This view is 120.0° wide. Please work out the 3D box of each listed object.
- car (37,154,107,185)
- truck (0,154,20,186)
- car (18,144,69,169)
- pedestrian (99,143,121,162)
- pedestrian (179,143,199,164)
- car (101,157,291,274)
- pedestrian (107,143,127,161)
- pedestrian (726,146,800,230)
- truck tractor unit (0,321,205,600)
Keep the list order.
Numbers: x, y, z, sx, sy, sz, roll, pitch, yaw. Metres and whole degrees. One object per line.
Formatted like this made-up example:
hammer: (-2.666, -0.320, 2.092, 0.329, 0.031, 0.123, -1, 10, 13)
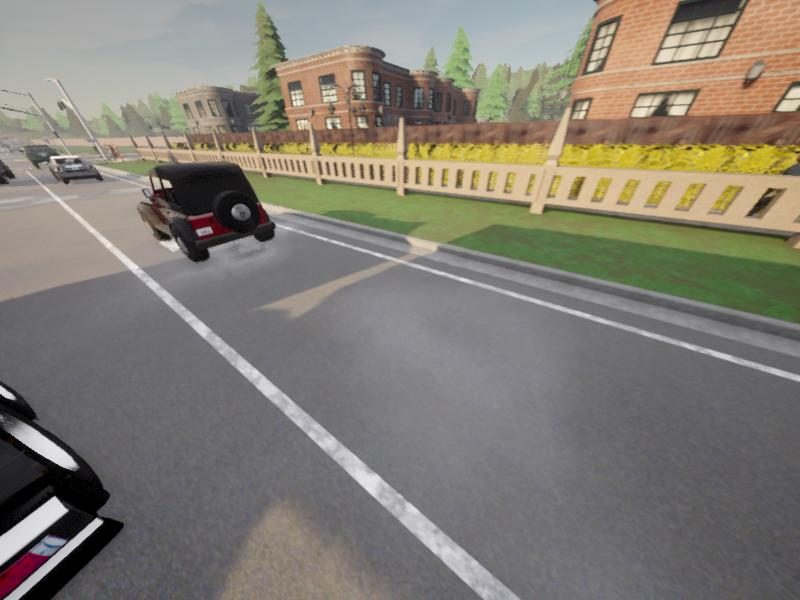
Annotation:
car: (-22.601, -9.058, 15.918, 3.806, 1.475, 1.970, 21, 41, 28)
truck: (-28.068, -8.764, 15.034, 6.274, 2.098, 2.390, 25, 42, 32)
car: (-38.608, -15.640, 25.025, 5.566, 2.045, 2.150, 23, 42, 30)
pedestrian: (-35.497, -18.049, 28.270, 0.751, 1.860, 0.751, 13, 37, 19)
pedestrian: (-22.918, -15.950, 25.102, 0.751, 1.860, 0.751, 21, 41, 28)
car: (-5.009, -2.376, 5.787, 3.866, 1.878, 1.905, 21, 41, 28)
pedestrian: (-35.362, -18.499, 28.910, 0.751, 1.860, 0.751, -22, 40, -28)
pedestrian: (10.107, -2.955, 6.119, 0.751, 1.860, 0.751, 20, 40, 26)
truck tractor unit: (-5.206, -0.191, 0.641, 6.516, 4.208, 3.053, 14, 37, 20)
